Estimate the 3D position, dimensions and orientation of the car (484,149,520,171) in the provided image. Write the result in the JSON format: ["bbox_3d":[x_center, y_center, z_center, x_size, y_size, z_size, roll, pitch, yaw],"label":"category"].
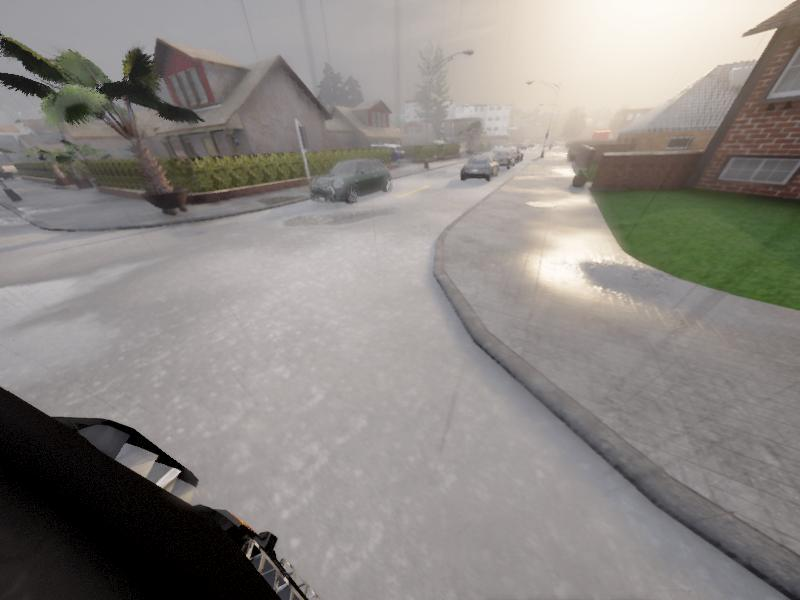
[{"bbox_3d":[9.575,-13.077,21.503,2.033,1.411,5.357,16,38,25],"label":"car"}]

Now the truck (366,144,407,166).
[{"bbox_3d":[-1.644,-17.730,28.085,4.478,2.038,2.069,19,39,24],"label":"truck"}]

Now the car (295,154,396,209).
[{"bbox_3d":[-2.297,-5.969,11.293,2.097,1.767,4.553,16,38,26],"label":"car"}]

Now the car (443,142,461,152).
[{"bbox_3d":[13.307,-39.319,59.404,3.866,1.878,1.905,-16,36,-19],"label":"car"}]

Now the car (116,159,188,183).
[{"bbox_3d":[-21.524,-11.342,20.219,1.845,1.501,3.633,14,37,23],"label":"car"}]

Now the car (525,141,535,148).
[{"bbox_3d":[41.487,-49.396,73.438,1.930,1.638,5.238,16,38,26],"label":"car"}]

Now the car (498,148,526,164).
[{"bbox_3d":[12.935,-16.555,26.567,1.895,1.301,4.718,17,39,27],"label":"car"}]

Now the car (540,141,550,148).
[{"bbox_3d":[45.483,-48.786,72.544,2.152,1.651,5.027,16,38,26],"label":"car"}]

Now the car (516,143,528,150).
[{"bbox_3d":[31.267,-39.136,59.006,1.994,1.385,4.181,16,38,26],"label":"car"}]

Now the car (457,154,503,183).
[{"bbox_3d":[5.581,-9.146,15.915,1.994,1.385,4.181,15,37,24],"label":"car"}]
